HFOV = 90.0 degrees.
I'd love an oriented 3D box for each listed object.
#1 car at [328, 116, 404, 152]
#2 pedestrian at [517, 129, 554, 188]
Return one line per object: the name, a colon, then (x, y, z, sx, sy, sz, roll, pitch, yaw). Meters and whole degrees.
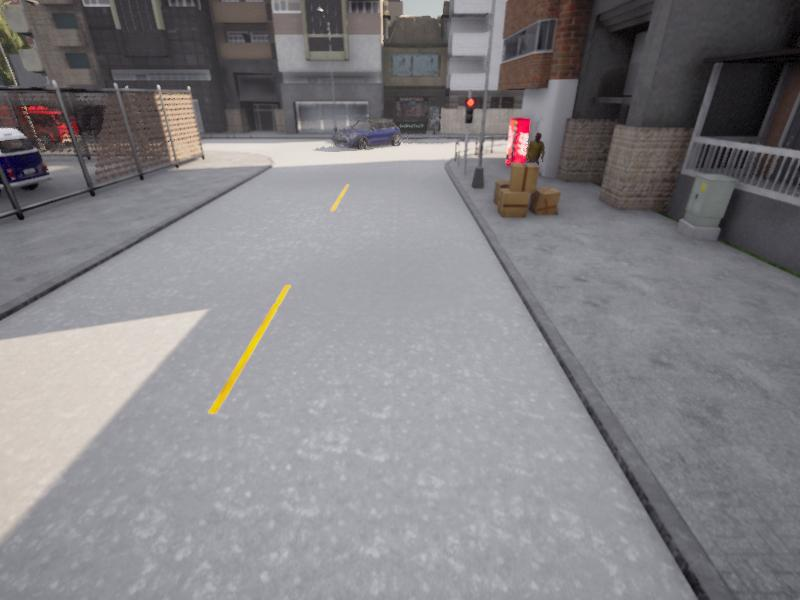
car: (-2.054, -10.608, 25.415, 2.097, 1.767, 4.553, 24, 35, 38)
pedestrian: (4.707, -4.952, 13.987, 0.751, 1.860, 0.751, -3, 27, -6)
